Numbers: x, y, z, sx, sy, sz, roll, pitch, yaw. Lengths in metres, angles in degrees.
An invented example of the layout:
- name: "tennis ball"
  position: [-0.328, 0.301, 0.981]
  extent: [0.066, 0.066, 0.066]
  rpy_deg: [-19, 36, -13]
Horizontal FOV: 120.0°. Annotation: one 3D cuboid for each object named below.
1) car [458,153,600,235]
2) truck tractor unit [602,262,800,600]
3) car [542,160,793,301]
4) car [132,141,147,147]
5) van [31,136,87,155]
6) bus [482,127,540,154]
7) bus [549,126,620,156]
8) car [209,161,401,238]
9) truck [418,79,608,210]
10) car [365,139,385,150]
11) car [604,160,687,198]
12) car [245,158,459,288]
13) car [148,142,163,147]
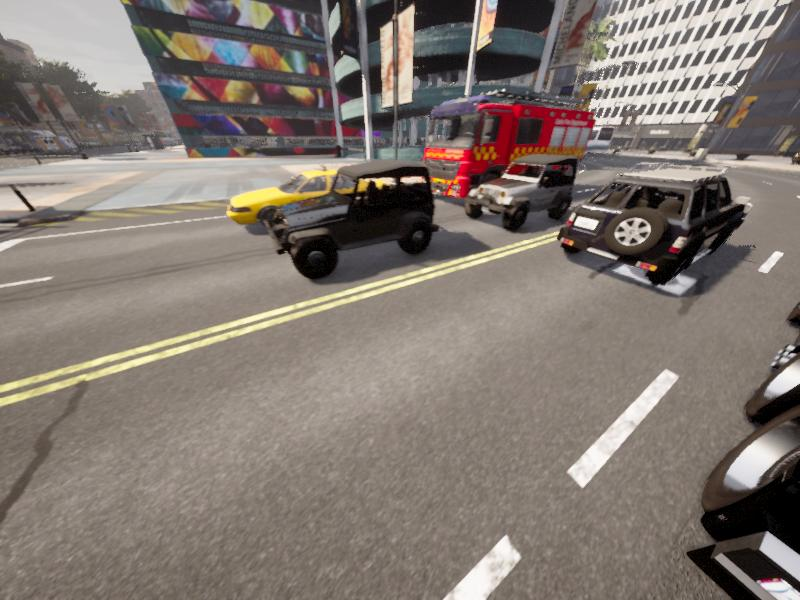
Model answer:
- name: "car"
  position: [4.171, -3.694, 7.696]
  extent: [3.866, 1.878, 1.905]
  rpy_deg: [-18, 39, -25]
- name: "truck tractor unit"
  position: [5.109, -0.303, 0.789]
  extent: [6.516, 4.208, 3.053]
  rpy_deg: [-18, 39, -24]
- name: "car"
  position: [5.764, -1.874, 5.104]
  extent: [4.605, 1.855, 1.932]
  rpy_deg: [-18, 39, -25]
- name: "car"
  position: [-75.472, -45.262, 67.068]
  extent: [1.845, 1.501, 3.633]
  rpy_deg: [-19, 39, -26]
- name: "van"
  position: [-54.753, -25.021, 37.368]
  extent: [2.351, 2.431, 6.366]
  rpy_deg: [-18, 39, -25]
- name: "bus"
  position: [22.781, -33.437, 48.548]
  extent: [3.944, 4.253, 10.273]
  rpy_deg: [-15, 38, -20]
- name: "bus"
  position: [35.021, -30.833, 44.903]
  extent: [3.944, 4.253, 10.273]
  rpy_deg: [-5, 35, -9]
- name: "car"
  position: [-2.736, -3.592, 7.761]
  extent: [5.366, 1.575, 1.801]
  rpy_deg: [-18, 39, -25]
- name: "truck"
  position: [5.262, -7.152, 10.977]
  extent: [8.468, 3.827, 2.891]
  rpy_deg: [-19, 39, -25]
- name: "car"
  position: [-5.958, -37.019, 55.033]
  extent: [2.435, 2.045, 5.566]
  rpy_deg: [-18, 39, -25]
- name: "car"
  position: [13.578, -6.782, 12.739]
  extent: [4.718, 1.301, 1.895]
  rpy_deg: [-23, 41, -29]
- name: "car"
  position: [-0.905, -2.016, 5.238]
  extent: [3.866, 1.878, 1.905]
  rpy_deg: [-19, 39, -25]
- name: "car"
  position: [-72.964, -46.478, 69.040]
  extent: [1.895, 1.301, 4.718]
  rpy_deg: [-18, 39, -25]
